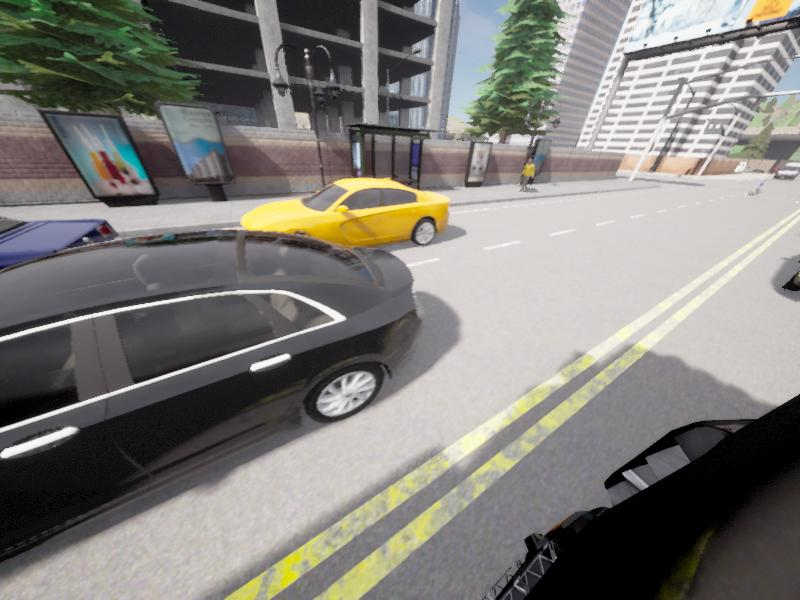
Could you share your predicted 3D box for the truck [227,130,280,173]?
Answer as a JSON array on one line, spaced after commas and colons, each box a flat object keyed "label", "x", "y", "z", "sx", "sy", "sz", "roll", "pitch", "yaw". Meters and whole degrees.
[{"label": "truck", "x": -11.504, "y": -11.685, "z": 18.157, "sx": 2.615, "sy": 2.467, "sz": 5.204, "roll": -16, "pitch": 38, "yaw": -26}]

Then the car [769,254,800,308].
[{"label": "car", "x": 9.920, "y": -0.867, "z": 4.473, "sx": 5.238, "sy": 1.638, "sz": 1.930, "roll": -16, "pitch": 38, "yaw": -26}]

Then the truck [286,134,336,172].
[{"label": "truck", "x": -7.777, "y": -12.757, "z": 20.040, "sx": 2.615, "sy": 2.467, "sz": 5.204, "roll": -16, "pitch": 38, "yaw": -26}]

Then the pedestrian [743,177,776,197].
[{"label": "pedestrian", "x": 28.239, "y": -8.898, "z": 18.151, "sx": 0.751, "sy": 1.300, "sz": 0.751, "roll": -13, "pitch": 37, "yaw": -22}]

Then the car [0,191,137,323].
[{"label": "car", "x": -7.029, "y": -0.344, "z": 2.768, "sx": 4.718, "sy": 1.301, "sz": 1.895, "roll": -16, "pitch": 38, "yaw": -26}]

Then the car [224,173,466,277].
[{"label": "car", "x": -1.026, "y": -2.161, "z": 5.719, "sx": 5.008, "sy": 1.535, "sz": 1.882, "roll": -16, "pitch": 38, "yaw": -26}]

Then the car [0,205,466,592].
[{"label": "car", "x": -2.076, "y": 0.394, "z": 1.838, "sx": 4.892, "sy": 1.490, "sz": 1.837, "roll": -16, "pitch": 38, "yaw": -26}]

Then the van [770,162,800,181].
[{"label": "van", "x": 66.323, "y": -21.882, "z": 39.336, "sx": 5.915, "sy": 2.561, "sz": 1.988, "roll": -16, "pitch": 38, "yaw": -26}]

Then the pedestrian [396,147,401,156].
[{"label": "pedestrian", "x": -0.341, "y": -37.942, "z": 58.992, "sx": 0.751, "sy": 1.860, "sz": 0.751, "roll": -21, "pitch": 40, "yaw": -31}]

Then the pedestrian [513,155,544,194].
[{"label": "pedestrian", "x": 7.336, "y": -7.195, "z": 13.289, "sx": 0.751, "sy": 1.860, "sz": 0.751, "roll": -14, "pitch": 37, "yaw": -23}]

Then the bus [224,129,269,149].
[{"label": "bus", "x": -45.872, "y": -48.372, "z": 69.529, "sx": 10.273, "sy": 4.253, "sz": 3.944, "roll": -16, "pitch": 38, "yaw": -26}]
